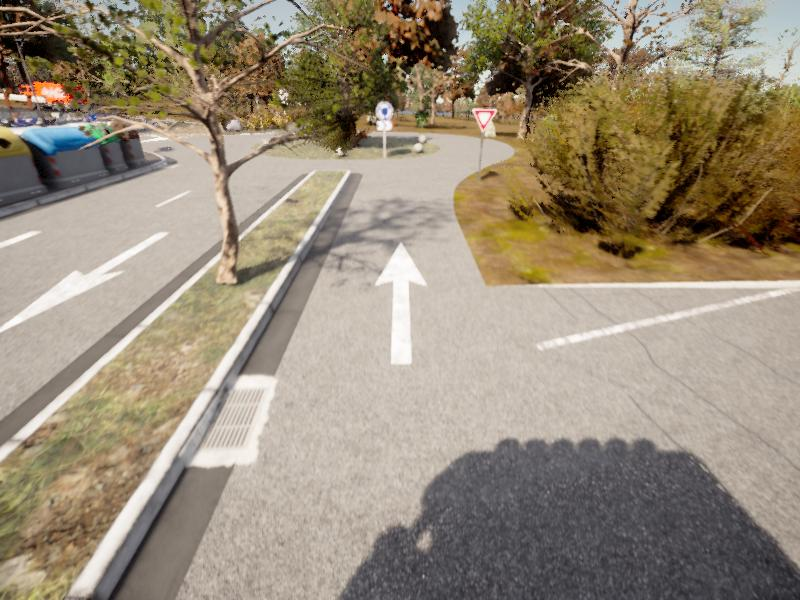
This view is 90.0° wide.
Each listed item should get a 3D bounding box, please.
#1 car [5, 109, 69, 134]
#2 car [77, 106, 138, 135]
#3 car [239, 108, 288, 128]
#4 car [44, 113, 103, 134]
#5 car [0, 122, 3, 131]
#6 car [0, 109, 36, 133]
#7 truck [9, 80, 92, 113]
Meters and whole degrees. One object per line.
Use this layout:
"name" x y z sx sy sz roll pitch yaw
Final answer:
"car" -30.357 -15.083 33.704 2.185 1.767 4.553 -8 26 -18
"car" -24.338 -15.144 33.642 2.435 2.045 5.566 -8 26 -17
"car" -13.351 -17.917 39.390 3.988 1.617 1.851 4 26 3
"car" -27.344 -14.946 33.762 2.231 1.521 4.892 -8 26 -18
"car" -36.421 -15.180 33.808 2.185 1.767 4.553 -8 26 -18
"car" -33.394 -15.146 33.786 2.185 1.767 4.553 -8 26 -18
"truck" -33.930 -19.817 39.055 5.204 2.467 2.627 3 26 -1
